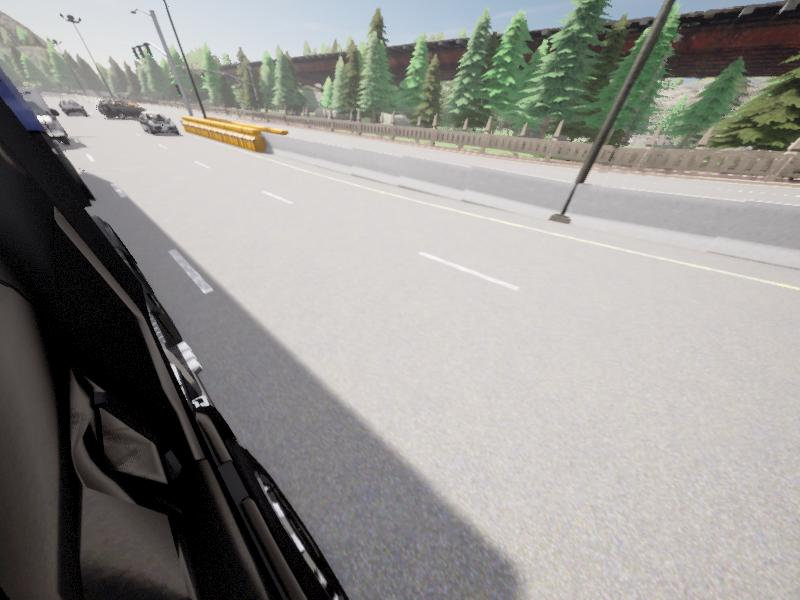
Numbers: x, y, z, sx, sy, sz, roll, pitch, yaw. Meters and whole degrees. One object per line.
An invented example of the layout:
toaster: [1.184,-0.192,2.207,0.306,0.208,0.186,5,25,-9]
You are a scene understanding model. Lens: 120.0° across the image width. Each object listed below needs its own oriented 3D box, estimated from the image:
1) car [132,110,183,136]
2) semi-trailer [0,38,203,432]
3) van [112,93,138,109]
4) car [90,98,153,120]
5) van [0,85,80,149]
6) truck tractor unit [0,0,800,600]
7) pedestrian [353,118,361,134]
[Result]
car: [-20.722,-15.105,19.746,3.806,1.475,1.970,30,45,28]
semi-trailer: [-8.731,-3.643,4.104,14.254,4.402,2.717,28,44,29]
van: [-64.424,-46.627,54.053,6.366,2.431,2.351,30,45,28]
car: [-35.029,-24.147,29.290,1.932,1.855,4.605,9,38,4]
van: [-21.133,-10.314,12.885,6.366,2.431,2.351,28,44,26]
truck tractor unit: [-2.645,-0.295,0.351,6.516,4.208,3.053,28,44,30]
pedestrian: [-6.195,-25.097,33.337,0.751,1.860,0.751,30,45,29]
